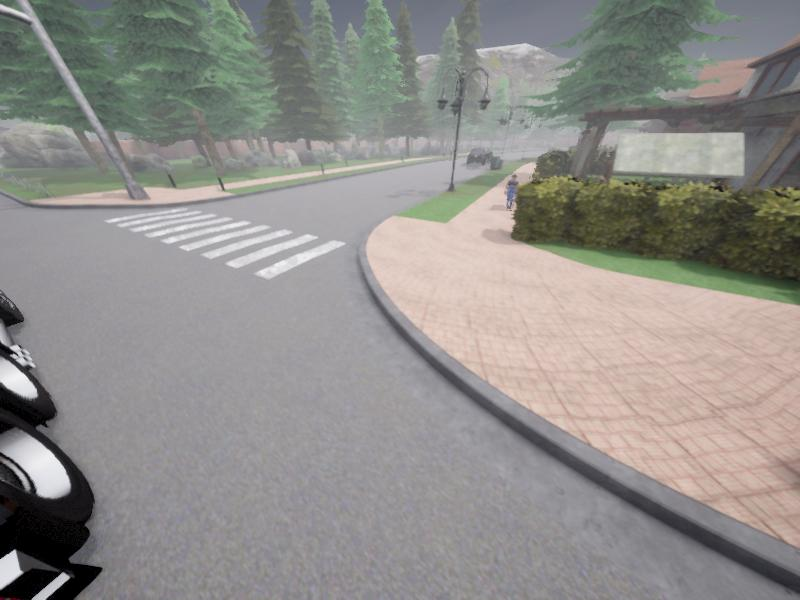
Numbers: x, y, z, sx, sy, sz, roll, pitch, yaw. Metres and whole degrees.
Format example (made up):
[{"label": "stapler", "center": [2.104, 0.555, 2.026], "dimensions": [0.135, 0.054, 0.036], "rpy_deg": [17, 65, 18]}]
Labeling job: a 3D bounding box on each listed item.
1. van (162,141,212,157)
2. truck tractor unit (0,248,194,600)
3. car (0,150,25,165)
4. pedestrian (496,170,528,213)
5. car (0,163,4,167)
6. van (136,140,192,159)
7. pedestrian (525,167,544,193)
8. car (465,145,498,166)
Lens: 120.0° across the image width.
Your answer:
[{"label": "van", "center": [-41.083, -29.407, 44.784], "dimensions": [2.351, 2.431, 6.366], "rpy_deg": [17, 39, 23]}, {"label": "truck tractor unit", "center": [-5.092, -0.315, 0.832], "dimensions": [6.516, 4.208, 3.053], "rpy_deg": [19, 39, 26]}, {"label": "car", "center": [-51.760, -17.792, 28.968], "dimensions": [2.007, 1.525, 4.514], "rpy_deg": [17, 38, 23]}, {"label": "pedestrian", "center": [4.200, -4.082, 8.668], "dimensions": [0.751, 1.300, 0.751], "rpy_deg": [15, 38, 21]}, {"label": "car", "center": [-46.454, -14.555, 23.813], "dimensions": [2.150, 2.045, 5.566], "rpy_deg": [-9, 35, -10]}, {"label": "van", "center": [-40.392, -25.995, 39.780], "dimensions": [1.988, 2.561, 5.915], "rpy_deg": [17, 39, 23]}, {"label": "pedestrian", "center": [6.736, -6.017, 11.588], "dimensions": [0.500, 1.100, 0.500], "rpy_deg": [17, 38, 23]}, {"label": "car", "center": [9.399, -16.673, 26.595], "dimensions": [2.097, 1.767, 4.553], "rpy_deg": [20, 40, 26]}]
